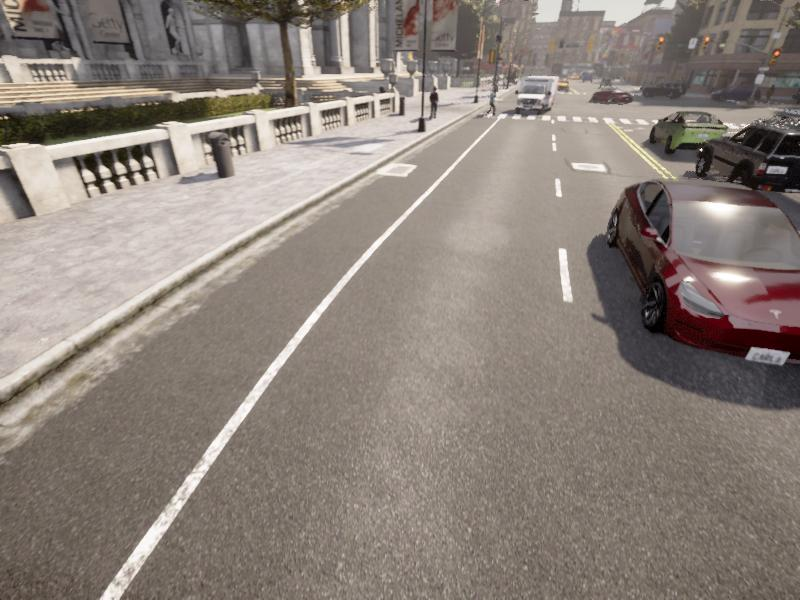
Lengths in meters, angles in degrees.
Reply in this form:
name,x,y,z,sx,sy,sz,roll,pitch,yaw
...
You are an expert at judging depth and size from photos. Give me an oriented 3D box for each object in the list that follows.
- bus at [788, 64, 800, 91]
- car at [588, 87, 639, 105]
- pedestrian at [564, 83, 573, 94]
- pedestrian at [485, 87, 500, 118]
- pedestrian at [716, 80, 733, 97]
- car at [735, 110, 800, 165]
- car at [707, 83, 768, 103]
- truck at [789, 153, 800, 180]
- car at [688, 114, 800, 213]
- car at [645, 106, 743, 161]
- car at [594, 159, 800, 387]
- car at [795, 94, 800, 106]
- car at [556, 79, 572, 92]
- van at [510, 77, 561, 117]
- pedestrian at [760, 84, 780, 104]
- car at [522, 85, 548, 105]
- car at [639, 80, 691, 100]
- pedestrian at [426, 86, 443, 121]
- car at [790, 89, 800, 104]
name,x,y,z,sx,sy,sz,roll,pitch,yaw
bus,74.459,-37.958,68.213,10.273,4.253,3.944,10,31,15
car,21.445,-20.650,40.461,1.994,1.385,4.181,-10,32,-17
pedestrian,23.427,-29.515,55.714,0.751,1.300,0.751,1,30,1
pedestrian,6.468,-13.815,27.943,0.751,1.860,0.751,9,31,14
pedestrian,39.691,-25.909,48.963,0.751,1.860,0.751,0,30,-1
car,15.620,-6.628,16.137,1.789,1.549,3.705,10,31,15
car,37.524,-23.175,44.652,4.553,1.767,2.097,12,32,19
truck,13.586,-3.809,10.358,2.627,2.467,5.204,9,31,15
car,10.142,-3.964,11.134,1.932,1.855,4.605,9,30,15
car,12.332,-7.266,17.200,2.007,1.525,4.514,10,31,15
car,4.672,-0.890,6.178,2.163,1.488,4.792,8,31,13
car,42.947,-20.066,39.768,4.674,1.442,1.812,9,31,15
car,25.515,-33.383,62.193,1.882,1.535,5.008,10,31,15
van,10.653,-15.974,31.203,2.351,2.431,6.366,14,33,22
pedestrian,38.004,-21.162,41.097,0.751,1.860,0.751,9,31,14
car,13.732,-20.866,40.552,2.128,1.511,4.902,10,32,15
car,31.913,-25.405,48.296,1.932,1.855,4.605,-23,38,-34
pedestrian,2.110,-12.186,24.771,0.751,1.860,0.751,12,32,19
car,44.990,-21.514,42.433,4.718,1.301,1.895,10,31,15
